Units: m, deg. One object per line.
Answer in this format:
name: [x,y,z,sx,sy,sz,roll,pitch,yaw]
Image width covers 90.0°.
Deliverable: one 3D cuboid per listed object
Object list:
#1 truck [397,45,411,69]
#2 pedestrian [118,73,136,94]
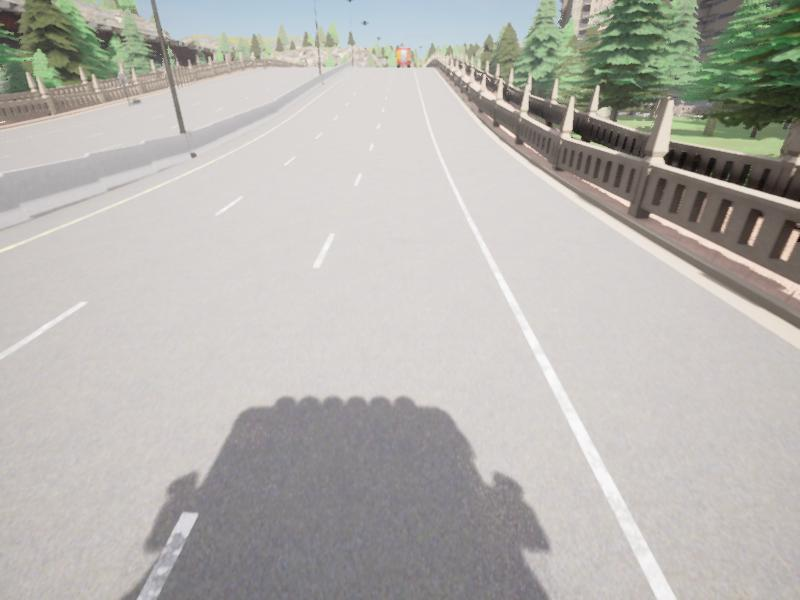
truck: [0.798,-50.769,83.680,2.891,3.827,8.468,0,28,0]
pedestrian: [-28.086,-22.220,41.153,0.751,1.860,0.751,0,27,1]
